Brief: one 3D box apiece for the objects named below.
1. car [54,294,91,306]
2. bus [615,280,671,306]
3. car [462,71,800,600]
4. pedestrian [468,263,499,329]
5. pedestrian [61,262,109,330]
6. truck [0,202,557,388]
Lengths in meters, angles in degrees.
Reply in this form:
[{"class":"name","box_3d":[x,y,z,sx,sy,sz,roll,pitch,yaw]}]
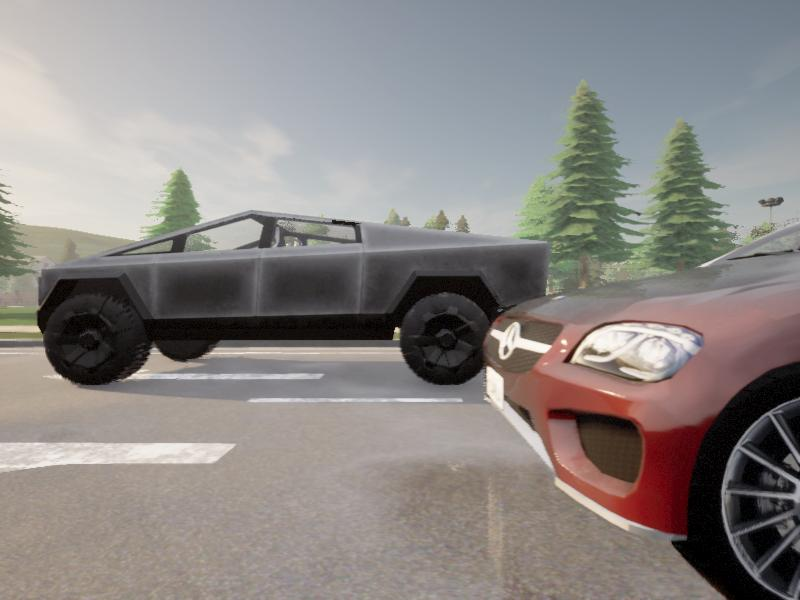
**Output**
[{"class":"car","box_3d":[-60.771,-0.011,74.390,2.150,2.045,5.566,0,0,0]},{"class":"bus","box_3d":[43.394,-1.153,72.003,3.944,4.253,10.273,0,0,1]},{"class":"car","box_3d":[3.026,0.179,2.199,5.027,1.651,2.152,0,0,0]},{"class":"pedestrian","box_3d":[2.435,-0.116,11.705,0.751,1.860,0.751,0,0,-1]},{"class":"pedestrian","box_3d":[-8.908,-0.112,11.336,0.751,1.860,0.751,0,0,1]},{"class":"truck","box_3d":[-1.373,-0.057,5.700,6.274,2.098,2.390,0,0,0]}]
